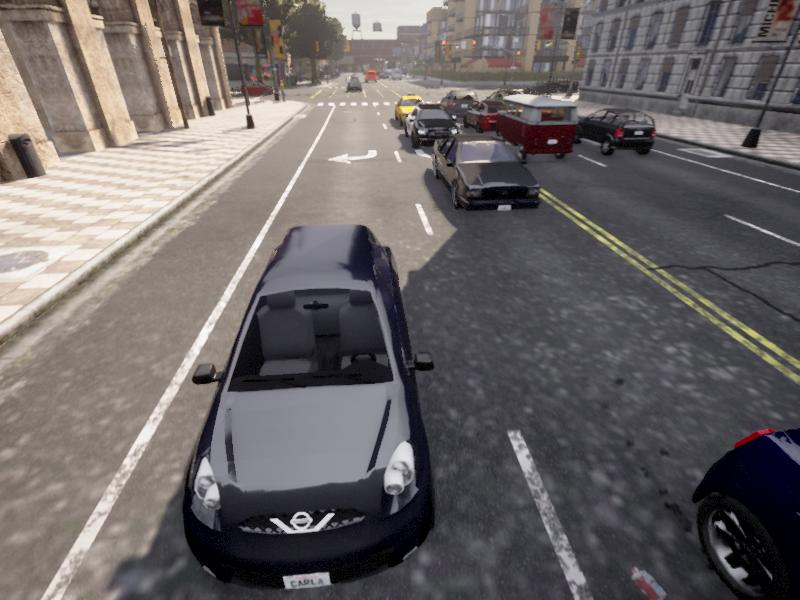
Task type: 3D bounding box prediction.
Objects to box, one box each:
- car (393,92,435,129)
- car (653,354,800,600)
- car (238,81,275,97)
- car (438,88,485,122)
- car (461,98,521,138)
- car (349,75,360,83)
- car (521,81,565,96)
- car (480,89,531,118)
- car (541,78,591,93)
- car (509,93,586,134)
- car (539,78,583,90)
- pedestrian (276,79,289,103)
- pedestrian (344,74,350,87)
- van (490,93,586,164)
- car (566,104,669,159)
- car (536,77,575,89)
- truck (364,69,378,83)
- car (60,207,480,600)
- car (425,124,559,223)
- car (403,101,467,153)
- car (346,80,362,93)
[{"bbox_3d":[0.719,-11.516,24.111,1.801,1.575,5.366,-3,30,-4],"label":"car"},{"bbox_3d":[3.067,1.862,1.276,1.845,1.501,3.633,-3,30,-4],"label":"car"},{"bbox_3d":[-16.874,-24.993,47.349,3.633,1.501,1.845,-3,30,-4],"label":"car"},{"bbox_3d":[3.938,-13.015,26.550,2.242,1.667,4.611,-1,30,-1],"label":"car"},{"bbox_3d":[4.586,-9.615,20.927,1.816,1.474,4.193,-3,30,-4],"label":"car"},{"bbox_3d":[-9.541,-46.460,84.054,2.128,1.511,4.902,-3,30,-5],"label":"car"},{"bbox_3d":[16.731,-24.839,46.932,4.181,1.385,1.994,-3,30,-4],"label":"car"},{"bbox_3d":[7.293,-13.896,28.166,2.007,1.525,4.514,-3,30,-5],"label":"car"},{"bbox_3d":[20.815,-26.938,50.211,5.238,1.638,1.930,-3,30,-4],"label":"car"},{"bbox_3d":[7.956,-10.469,22.251,1.801,1.575,5.366,-3,30,-5],"label":"car"},{"bbox_3d":[23.013,-30.998,57.373,5.357,1.411,2.033,-3,30,-4],"label":"car"},{"bbox_3d":[-10.694,-19.082,36.518,0.751,1.860,0.751,-2,30,-3],"label":"pedestrian"},{"bbox_3d":[-8.725,-35.858,65.469,0.751,1.860,0.751,-1,30,-2],"label":"pedestrian"},{"bbox_3d":[5.113,-6.827,15.654,1.775,1.987,4.442,-3,30,-4],"label":"van"},{"bbox_3d":[8.578,-6.921,16.207,1.789,1.549,3.705,-3,30,-4],"label":"car"},{"bbox_3d":[23.425,-32.833,60.418,4.792,1.488,2.163,-3,30,-4],"label":"car"},{"bbox_3d":[-6.008,-46.820,83.617,2.627,2.467,5.204,-3,30,-5],"label":"truck"},{"bbox_3d":[-0.699,0.446,3.730,1.845,1.501,3.633,-3,30,-4],"label":"car"},{"bbox_3d":[2.080,-3.721,10.960,2.033,1.411,5.357,-3,30,-4],"label":"car"},{"bbox_3d":[1.369,-7.906,17.982,2.038,1.542,4.974,-3,30,-4],"label":"car"},{"bbox_3d":[-6.139,-28.779,53.860,1.994,1.385,4.181,-3,30,-5],"label":"car"}]
